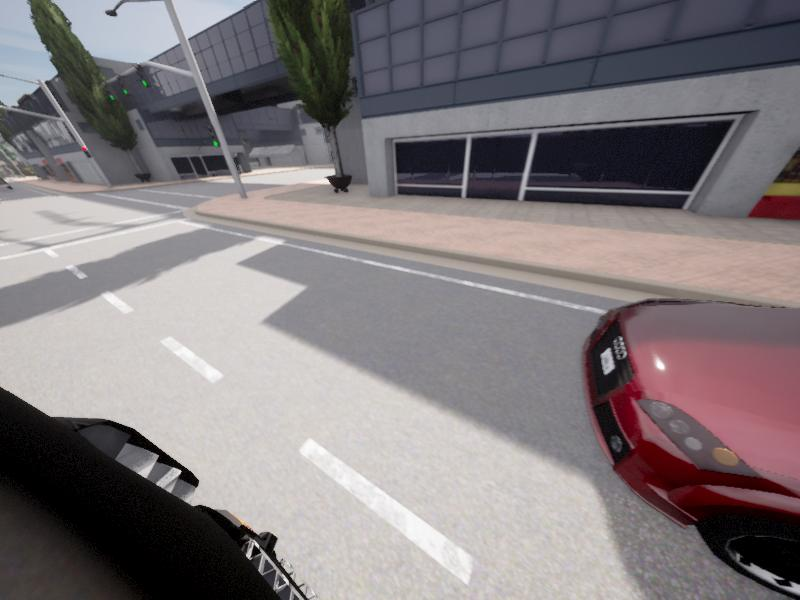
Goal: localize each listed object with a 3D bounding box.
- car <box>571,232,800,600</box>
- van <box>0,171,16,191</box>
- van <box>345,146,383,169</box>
[{"bbox_3d":[3.597,0.888,1.116,4.181,1.385,1.994,16,38,26],"label":"car"},{"bbox_3d":[-50.187,-14.697,28.430,4.480,2.038,2.069,17,38,27],"label":"van"},{"bbox_3d":[-4.954,-20.509,33.157,1.988,2.561,5.915,16,38,26],"label":"van"}]
